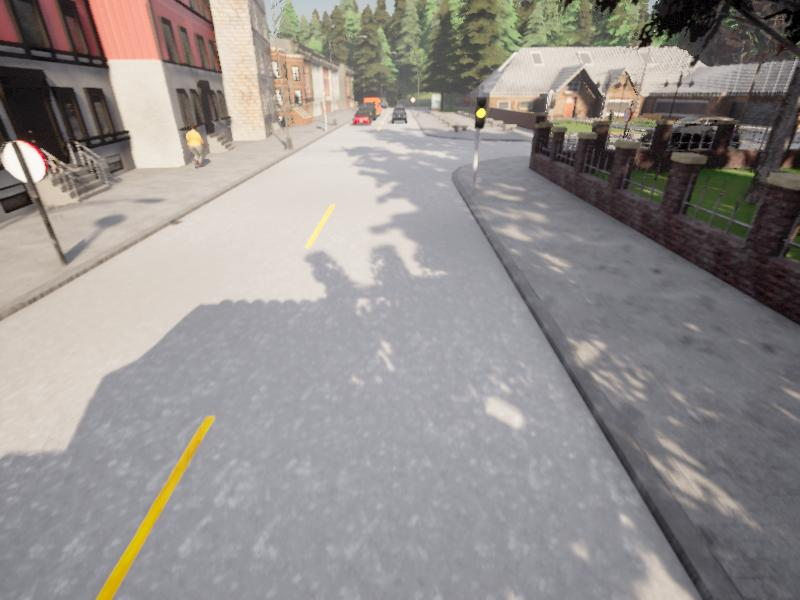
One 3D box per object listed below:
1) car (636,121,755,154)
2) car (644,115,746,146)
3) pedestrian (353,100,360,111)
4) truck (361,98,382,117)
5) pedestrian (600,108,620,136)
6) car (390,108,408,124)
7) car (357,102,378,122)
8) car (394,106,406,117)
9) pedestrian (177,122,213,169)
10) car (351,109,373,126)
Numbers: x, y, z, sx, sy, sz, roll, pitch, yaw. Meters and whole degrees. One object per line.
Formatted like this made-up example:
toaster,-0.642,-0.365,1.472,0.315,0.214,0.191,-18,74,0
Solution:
car,16.600,-9.257,22.714,5.008,1.535,1.882,0,27,1
car,19.116,-11.107,26.130,4.611,1.667,2.242,0,27,1
pedestrian,-8.109,-36.259,74.650,0.751,1.860,0.751,17,32,31
truck,-4.062,-28.066,58.276,2.627,2.467,5.204,0,26,0
pedestrian,15.749,-13.376,30.054,0.751,1.860,0.751,3,28,7
car,-0.066,-21.967,47.662,2.033,1.411,5.357,0,27,0
car,-4.077,-23.936,50.805,2.150,2.045,5.566,0,27,0
car,-0.053,-29.573,62.714,1.837,1.490,4.892,0,27,0
pedestrian,-8.890,-6.733,17.429,0.751,1.860,0.751,0,27,1
car,-4.061,-19.946,43.639,2.007,1.525,4.514,0,27,0
